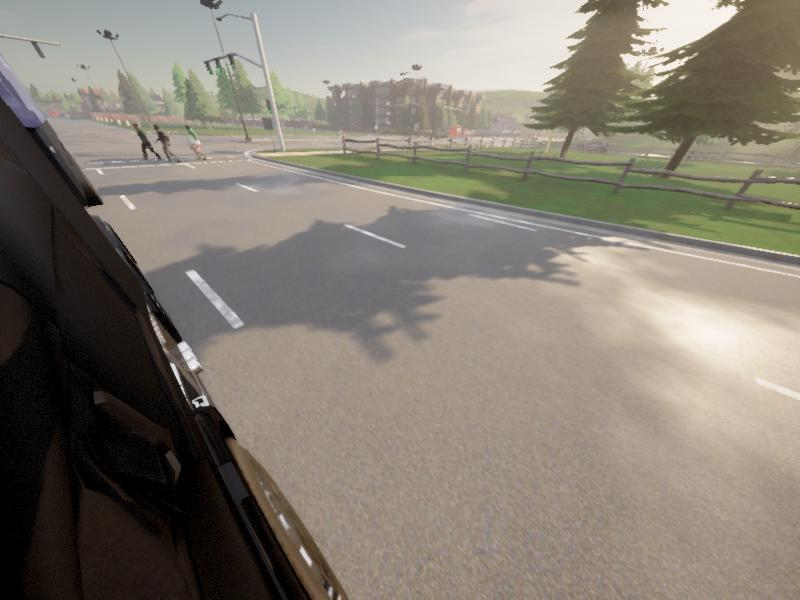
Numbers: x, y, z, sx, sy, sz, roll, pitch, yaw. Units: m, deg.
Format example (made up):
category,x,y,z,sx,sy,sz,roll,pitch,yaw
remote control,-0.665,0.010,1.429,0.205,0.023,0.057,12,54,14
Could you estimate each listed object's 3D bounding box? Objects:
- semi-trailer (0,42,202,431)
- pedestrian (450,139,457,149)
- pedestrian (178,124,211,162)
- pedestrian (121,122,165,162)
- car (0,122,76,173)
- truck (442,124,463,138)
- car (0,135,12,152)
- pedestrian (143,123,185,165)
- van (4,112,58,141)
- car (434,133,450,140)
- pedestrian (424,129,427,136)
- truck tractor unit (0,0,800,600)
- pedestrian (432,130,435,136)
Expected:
category,x,y,z,sx,sy,sz,roll,pitch,yaw
semi-trailer,-8.700,-3.598,4.235,14.254,4.402,2.717,28,44,30
pedestrian,7.322,-21.359,31.532,0.500,1.100,0.500,31,45,33
pedestrian,-12.634,-9.691,14.261,0.751,1.860,0.751,29,44,31
pedestrian,-14.700,-9.062,13.288,0.751,1.860,0.751,16,39,17
car,-18.382,-7.608,11.350,5.027,1.651,2.152,28,44,30
truck,17.916,-57.470,78.628,2.891,3.827,8.468,28,43,30
car,-26.863,-9.721,13.434,1.905,1.878,3.866,28,44,30
pedestrian,-13.098,-8.675,12.873,0.751,1.860,0.751,22,41,24
van,-33.978,-16.055,21.404,4.442,1.987,1.775,28,44,30
car,11.716,-45.898,64.673,1.837,1.490,4.892,28,44,30
pedestrian,8.514,-55.995,77.420,0.751,1.860,0.751,31,45,33
truck tractor unit,-2.645,-0.295,0.351,6.516,4.208,3.053,28,44,30
pedestrian,11.760,-58.534,81.028,0.751,1.860,0.751,25,42,27
